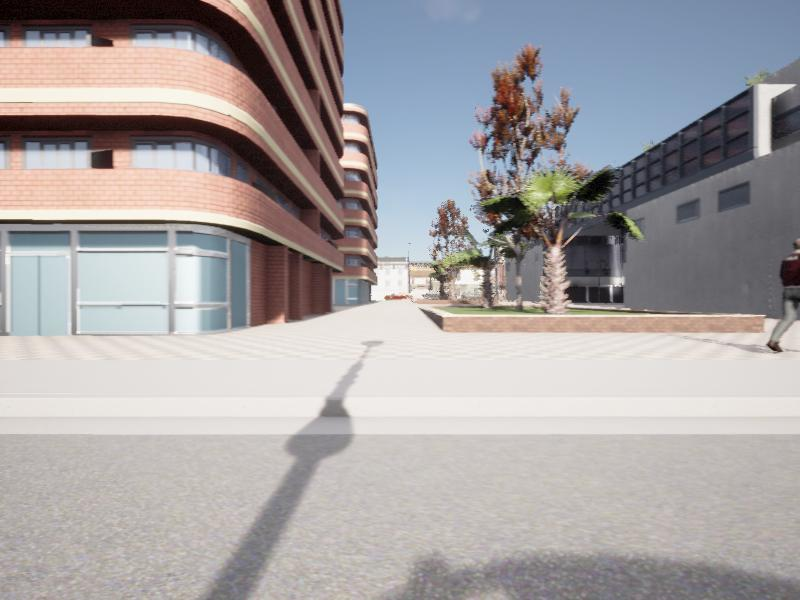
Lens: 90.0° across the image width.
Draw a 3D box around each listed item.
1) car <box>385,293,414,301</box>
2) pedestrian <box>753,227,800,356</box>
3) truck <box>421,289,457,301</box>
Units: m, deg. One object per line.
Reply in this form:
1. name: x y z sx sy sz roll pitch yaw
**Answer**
1. car: -0.130 -0.469 66.481 4.718 1.301 1.895 -1 0 0
2. pedestrian: 6.131 -0.126 6.136 0.751 1.860 0.751 0 0 -4
3. truck: 7.130 -0.888 73.452 6.274 2.098 2.390 0 0 0
